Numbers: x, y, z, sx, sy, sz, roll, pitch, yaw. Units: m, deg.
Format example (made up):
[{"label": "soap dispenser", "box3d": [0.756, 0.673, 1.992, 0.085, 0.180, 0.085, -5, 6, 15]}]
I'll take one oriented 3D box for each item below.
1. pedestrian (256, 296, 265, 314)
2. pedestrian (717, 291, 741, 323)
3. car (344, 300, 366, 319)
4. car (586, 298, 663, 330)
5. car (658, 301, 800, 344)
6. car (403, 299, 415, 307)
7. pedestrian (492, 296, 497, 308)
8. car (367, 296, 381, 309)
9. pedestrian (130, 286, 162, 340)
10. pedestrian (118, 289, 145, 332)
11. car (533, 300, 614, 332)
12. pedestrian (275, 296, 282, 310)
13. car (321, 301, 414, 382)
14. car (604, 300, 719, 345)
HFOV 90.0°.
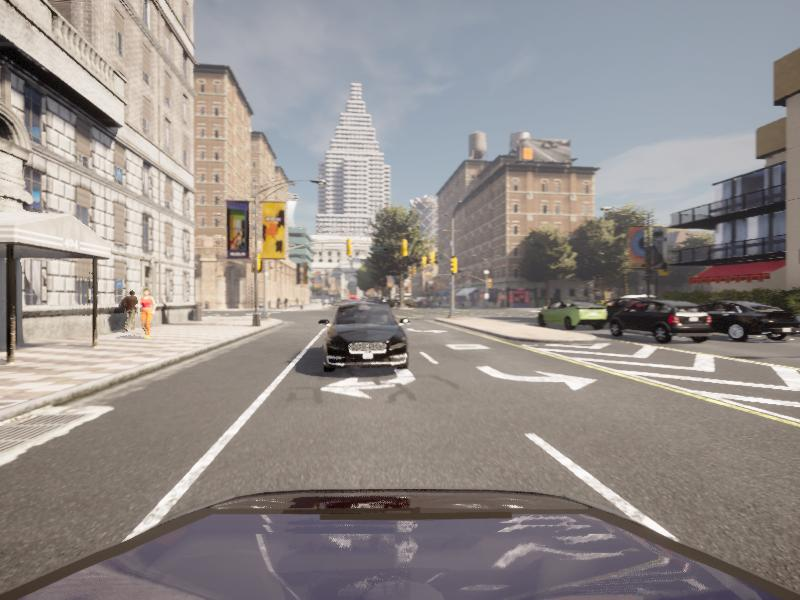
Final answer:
[{"label": "pedestrian", "box3d": [-14.618, 0.558, 42.032, 0.751, 1.860, 0.751, 0, 0, -6]}, {"label": "pedestrian", "box3d": [19.204, 0.410, 23.352, 0.751, 1.860, 0.751, 0, 0, -6]}, {"label": "car", "box3d": [-4.022, 0.746, 35.583, 1.882, 1.535, 5.008, 0, 0, -7]}, {"label": "car", "box3d": [12.645, 0.721, 22.895, 1.851, 1.617, 3.988, 0, 0, -7]}, {"label": "car", "box3d": [13.415, 0.791, 16.579, 1.837, 1.490, 4.892, 0, 0, -7]}, {"label": "car", "box3d": [1.857, 0.632, 82.257, 1.801, 1.575, 5.366, 0, 0, -7]}, {"label": "pedestrian", "box3d": [15.430, 0.320, 65.299, 0.751, 1.860, 0.751, 0, 0, -3]}, {"label": "car", "box3d": [-4.530, 0.419, 68.571, 2.150, 2.045, 5.566, 0, 0, -7]}, {"label": "pedestrian", "box3d": [-9.011, 0.461, 14.214, 0.751, 1.860, 0.751, 0, 0, -13]}, {"label": "pedestrian", "box3d": [-11.877, 0.457, 17.716, 0.751, 1.860, 0.751, 0, 0, -8]}, {"label": "car", "box3d": [9.242, 0.768, 21.807, 2.007, 1.525, 4.514, 0, 0, -7]}, {"label": "pedestrian", "box3d": [-16.492, 0.380, 54.329, 0.751, 1.860, 0.751, 0, 0, -10]}, {"label": "car", "box3d": [-0.937, 0.818, 10.360, 1.837, 1.490, 4.892, 0, 1, -7]}, {"label": "car", "box3d": [9.999, 0.767, 15.671, 1.789, 1.549, 3.705, 0, 0, -7]}]
